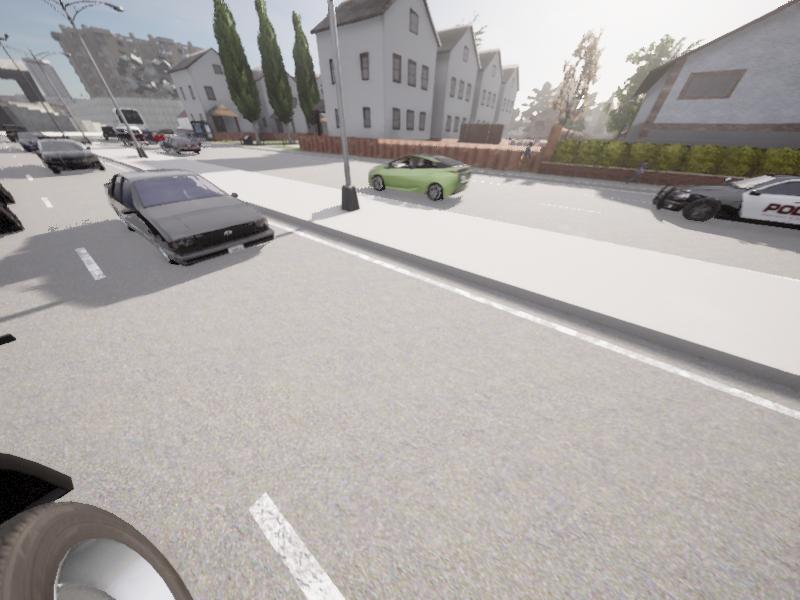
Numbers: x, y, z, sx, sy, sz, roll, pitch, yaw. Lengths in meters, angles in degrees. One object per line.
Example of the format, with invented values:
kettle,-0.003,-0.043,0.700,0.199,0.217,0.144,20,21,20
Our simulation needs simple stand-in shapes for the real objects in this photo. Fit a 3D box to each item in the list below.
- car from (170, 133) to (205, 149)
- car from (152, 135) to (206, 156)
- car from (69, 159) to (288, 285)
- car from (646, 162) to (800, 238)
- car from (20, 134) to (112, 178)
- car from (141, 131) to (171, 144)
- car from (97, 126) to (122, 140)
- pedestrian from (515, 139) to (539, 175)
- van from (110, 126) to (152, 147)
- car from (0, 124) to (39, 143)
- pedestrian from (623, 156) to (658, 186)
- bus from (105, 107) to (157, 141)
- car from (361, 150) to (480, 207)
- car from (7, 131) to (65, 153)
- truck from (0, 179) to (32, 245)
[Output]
car,-26.210,-19.643,28.480,3.633,1.501,1.845,24,42,28
car,-21.504,-15.075,22.497,5.357,1.411,2.033,24,41,27
car,-5.343,-2.267,5.508,5.357,1.411,2.033,24,42,27
car,11.636,-3.159,7.284,4.974,1.542,2.038,24,41,27
car,-18.587,-8.120,12.835,5.238,1.638,1.930,24,41,27
car,-35.877,-23.944,34.023,3.633,1.501,1.845,24,42,28
car,-49.341,-28.437,39.370,1.905,1.878,3.866,-28,45,-34
pedestrian,8.127,-9.163,14.820,0.751,1.860,0.751,20,40,24
van,-34.320,-20.932,29.505,4.480,2.038,2.069,24,41,27
car,-49.121,-21.434,29.747,3.866,1.878,1.905,22,41,26
pedestrian,13.025,-7.040,12.568,0.751,1.300,0.751,22,41,26
bus,-46.582,-30.356,40.106,3.944,4.253,10.273,-29,46,-35
car,0.742,-5.403,9.947,4.514,1.525,2.007,24,41,27
car,-33.717,-14.670,21.393,4.792,1.488,2.163,24,41,27
truck,-11.856,-2.836,5.440,6.274,2.098,2.390,24,41,27
